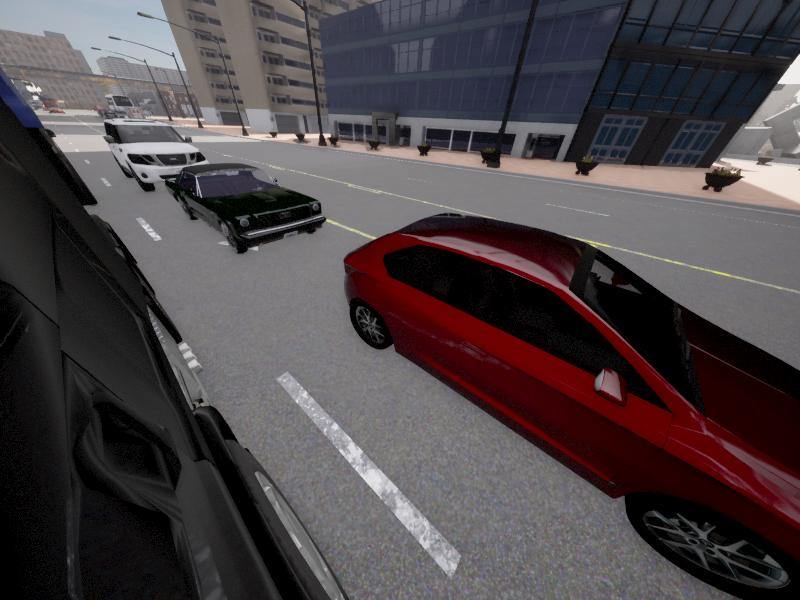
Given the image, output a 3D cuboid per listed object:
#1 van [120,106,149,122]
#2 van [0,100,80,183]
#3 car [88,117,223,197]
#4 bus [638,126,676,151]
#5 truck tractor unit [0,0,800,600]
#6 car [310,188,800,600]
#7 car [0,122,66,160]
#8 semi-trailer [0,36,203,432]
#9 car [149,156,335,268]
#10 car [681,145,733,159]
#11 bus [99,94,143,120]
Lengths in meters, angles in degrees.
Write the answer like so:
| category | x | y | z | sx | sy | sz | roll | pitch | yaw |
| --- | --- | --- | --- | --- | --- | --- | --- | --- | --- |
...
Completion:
| category | x | y | z | sx | sy | sz | roll | pitch | yaw |
| --- | --- | --- | --- | --- | --- | --- | --- | --- | --- |
| van | -57.666 | -40.373 | 50.131 | 6.366 | 2.431 | 2.351 | 29 | 44 | 28 |
| van | -16.571 | -6.881 | 9.789 | 6.366 | 2.431 | 2.351 | 28 | 44 | 30 |
| car | -9.755 | -5.874 | 9.176 | 5.566 | 2.045 | 2.150 | 28 | 44 | 30 |
| bus | 59.821 | -37.645 | 53.925 | 3.944 | 4.253 | 10.273 | 31 | 45 | 31 |
| truck tractor unit | -2.645 | -0.295 | 0.351 | 6.516 | 4.208 | 3.053 | 28 | 44 | 30 |
| car | 1.278 | 0.187 | 2.245 | 4.193 | 1.474 | 1.816 | 28 | 44 | 30 |
| car | -22.276 | -9.524 | 13.724 | 4.902 | 1.511 | 2.128 | 28 | 44 | 30 |
| semi-trailer | -8.754 | -3.566 | 4.172 | 14.254 | 4.402 | 2.717 | 27 | 43 | 29 |
| car | -3.916 | -2.478 | 5.627 | 4.718 | 1.301 | 1.895 | 28 | 44 | 30 |
| car | 53.928 | -26.164 | 40.755 | 2.033 | 1.411 | 5.357 | -4 | 38 | -10 |
| bus | -66.096 | -45.762 | 54.691 | 10.273 | 4.253 | 3.944 | 29 | 44 | 28 |
